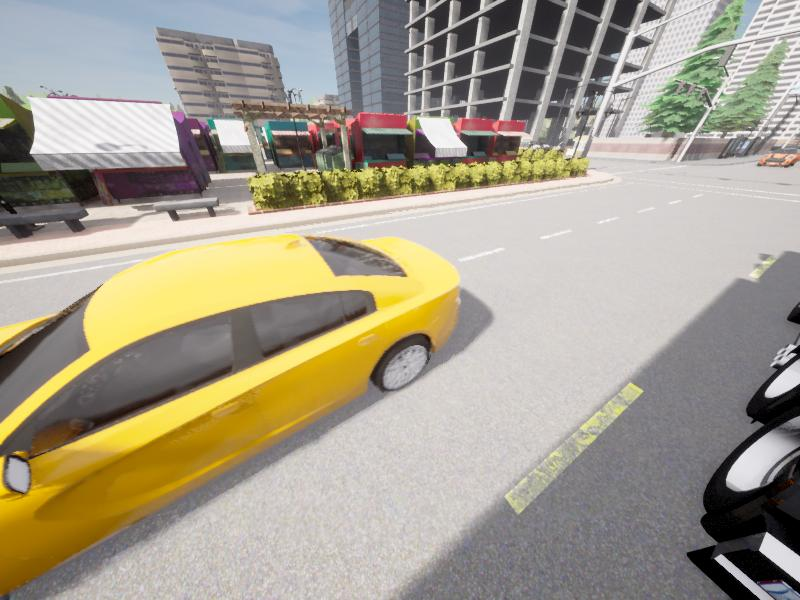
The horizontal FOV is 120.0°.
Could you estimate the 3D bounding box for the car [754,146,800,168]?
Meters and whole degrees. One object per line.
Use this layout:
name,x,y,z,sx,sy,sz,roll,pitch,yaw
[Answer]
car,41.584,-15.606,25.138,4.553,1.767,2.097,-18,39,-24

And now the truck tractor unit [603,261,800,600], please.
truck tractor unit,5.104,-0.308,0.788,6.516,4.208,3.053,-19,39,-24

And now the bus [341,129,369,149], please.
bus,-12.857,-45.468,65.311,3.944,4.253,10.273,-18,39,-24

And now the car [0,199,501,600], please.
car,-1.643,0.363,2.116,5.008,1.535,1.882,-21,40,-28

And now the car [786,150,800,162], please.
car,56.435,-20.136,32.189,4.718,1.301,1.895,-18,39,-24
